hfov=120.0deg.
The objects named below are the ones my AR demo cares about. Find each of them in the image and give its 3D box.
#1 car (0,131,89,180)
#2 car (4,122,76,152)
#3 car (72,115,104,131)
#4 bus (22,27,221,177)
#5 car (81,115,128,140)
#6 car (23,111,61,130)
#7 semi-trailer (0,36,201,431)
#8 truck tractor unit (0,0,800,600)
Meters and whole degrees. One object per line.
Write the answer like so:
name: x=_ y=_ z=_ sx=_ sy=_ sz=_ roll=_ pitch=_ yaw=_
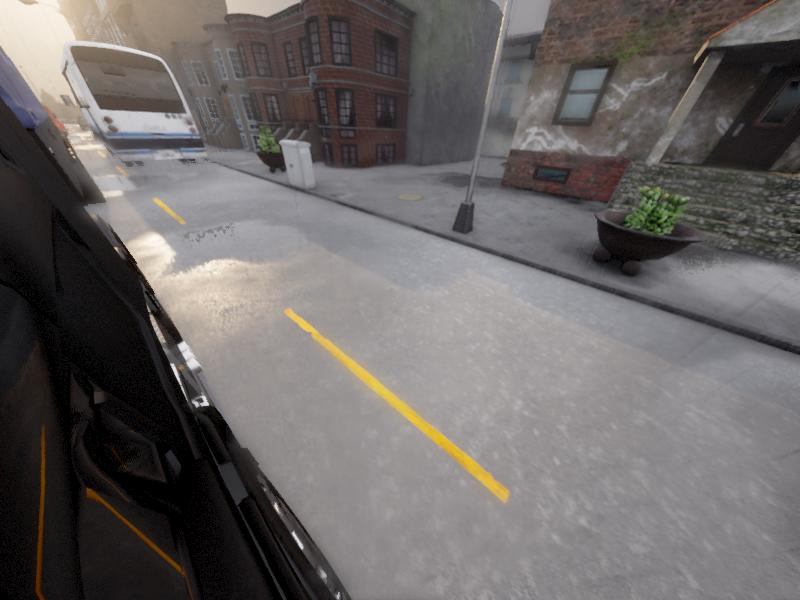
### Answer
car: x=-15.662 y=-6.421 z=10.084 sx=4.718 sy=1.301 sz=1.895 roll=29 pitch=44 yaw=30
car: x=-23.885 y=-10.936 z=15.466 sx=4.181 sy=1.385 sz=1.994 roll=29 pitch=44 yaw=30
car: x=-45.325 y=-25.734 z=33.497 sx=4.856 sy=1.649 sz=2.033 roll=29 pitch=44 yaw=30
bus: x=-14.605 y=-9.967 z=12.402 sx=10.273 sy=4.253 sz=3.944 roll=29 pitch=44 yaw=30
car: x=-30.036 y=-17.525 z=23.465 sx=4.553 sy=1.767 sz=2.097 roll=29 pitch=44 yaw=30
car: x=-46.187 y=-23.202 z=29.852 sx=3.866 sy=1.878 sz=1.905 roll=28 pitch=44 yaw=30
semi-trailer: x=-8.657 y=-3.644 z=4.251 sx=14.254 sy=4.402 sz=2.717 roll=29 pitch=44 yaw=30
truck tractor unit: x=-2.645 y=-0.295 z=0.352 sx=6.516 sy=4.208 sz=3.053 roll=28 pitch=44 yaw=30
